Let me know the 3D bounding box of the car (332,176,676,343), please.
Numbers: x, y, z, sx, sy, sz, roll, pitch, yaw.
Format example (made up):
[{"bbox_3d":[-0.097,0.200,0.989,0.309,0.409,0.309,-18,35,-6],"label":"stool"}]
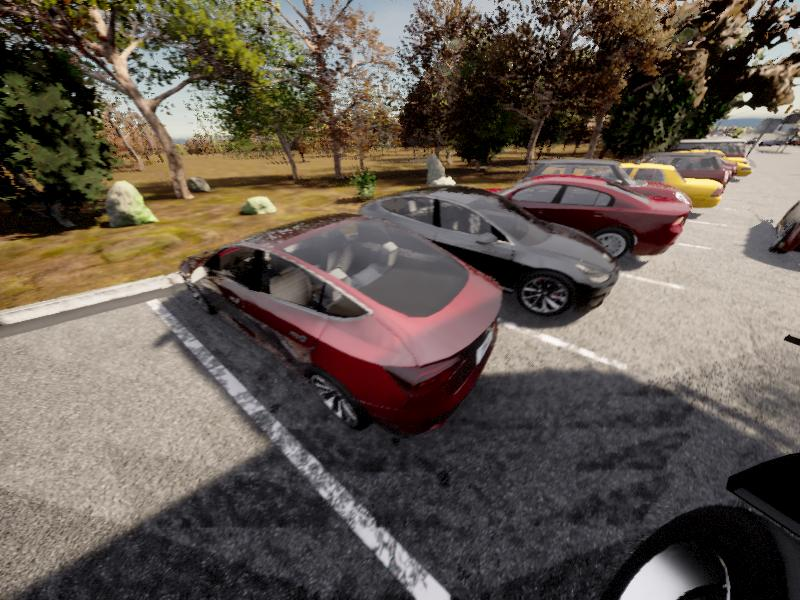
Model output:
[{"bbox_3d":[1.275,-1.308,4.484,4.792,1.488,2.163,21,40,28],"label":"car"}]

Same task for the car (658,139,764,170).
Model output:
[{"bbox_3d":[24.908,-11.919,18.886,4.442,1.987,1.878,18,39,26],"label":"car"}]

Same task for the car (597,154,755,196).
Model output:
[{"bbox_3d":[13.164,-6.417,11.648,4.674,1.452,2.002,20,40,27],"label":"car"}]

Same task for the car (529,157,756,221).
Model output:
[{"bbox_3d":[8.270,-4.440,8.815,5.366,1.575,1.946,20,40,28],"label":"car"}]

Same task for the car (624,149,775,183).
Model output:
[{"bbox_3d":[18.012,-8.506,14.488,5.366,1.575,1.946,19,39,27],"label":"car"}]

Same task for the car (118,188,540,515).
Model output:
[{"bbox_3d":[-1.199,-0.325,3.114,4.792,1.488,2.163,21,40,29],"label":"car"}]

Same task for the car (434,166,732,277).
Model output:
[{"bbox_3d":[3.653,-2.343,5.880,5.008,1.535,2.097,21,40,28],"label":"car"}]

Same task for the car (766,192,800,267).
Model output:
[{"bbox_3d":[10.346,-1.715,5.058,4.181,1.385,1.994,-23,41,-29],"label":"car"}]

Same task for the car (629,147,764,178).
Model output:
[{"bbox_3d":[20.025,-9.673,16.136,5.366,1.575,1.946,19,39,26],"label":"car"}]

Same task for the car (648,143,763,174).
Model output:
[{"bbox_3d":[22.529,-10.780,17.466,4.553,1.767,2.185,19,39,26],"label":"car"}]

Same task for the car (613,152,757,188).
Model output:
[{"bbox_3d":[15.514,-7.465,13.113,4.674,1.452,2.002,19,40,27],"label":"car"}]

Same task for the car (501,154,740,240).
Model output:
[{"bbox_3d":[6.018,-3.475,7.250,4.553,1.767,2.185,20,40,28],"label":"car"}]

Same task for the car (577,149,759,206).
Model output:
[{"bbox_3d":[10.822,-5.507,10.087,4.553,1.767,2.185,20,40,27],"label":"car"}]
